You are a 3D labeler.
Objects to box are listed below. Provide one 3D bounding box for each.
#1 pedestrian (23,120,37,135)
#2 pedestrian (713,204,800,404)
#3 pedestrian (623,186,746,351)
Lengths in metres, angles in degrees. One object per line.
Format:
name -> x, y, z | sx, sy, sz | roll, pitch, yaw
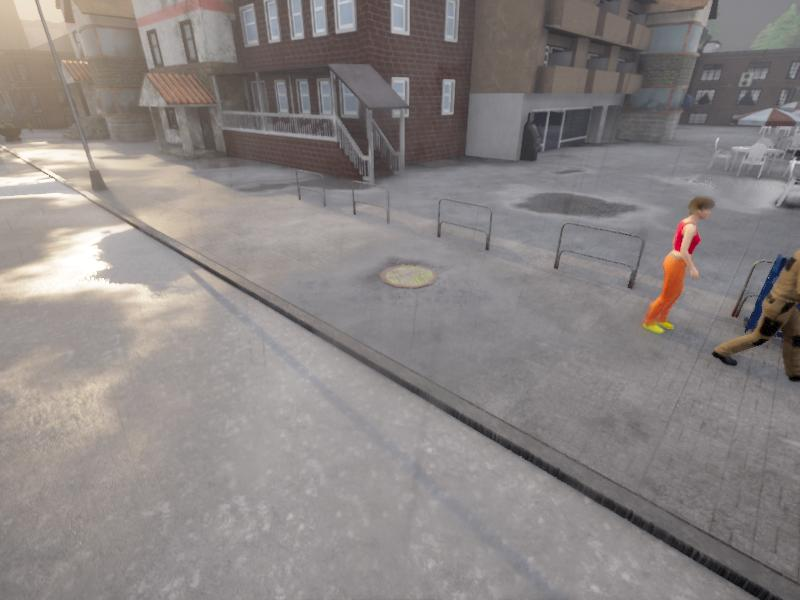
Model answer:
pedestrian -> -31.773, -14.804, 34.347 | 0.500, 1.100, 0.500 | 21, 34, 35
pedestrian -> 4.208, 0.027, 4.283 | 0.751, 1.860, 0.751 | 24, 35, 38
pedestrian -> 3.557, -0.413, 5.147 | 0.751, 1.860, 0.751 | 15, 31, 27
